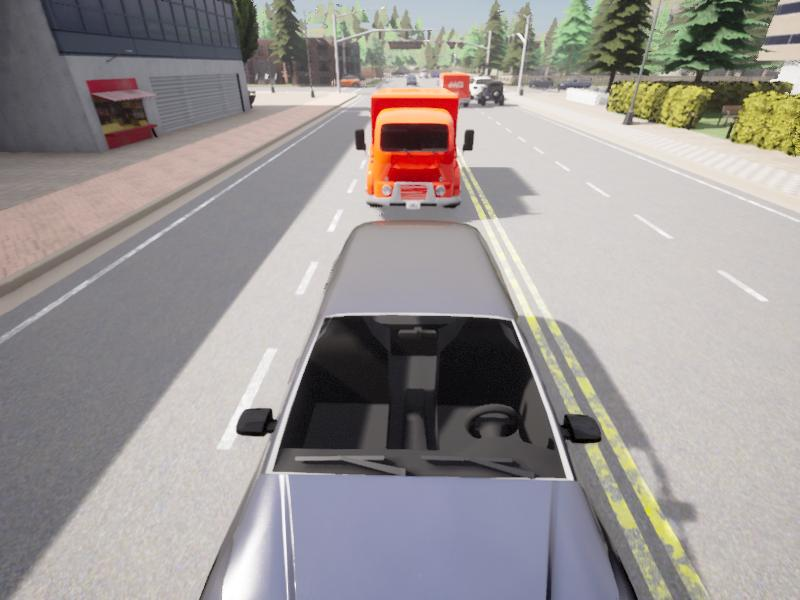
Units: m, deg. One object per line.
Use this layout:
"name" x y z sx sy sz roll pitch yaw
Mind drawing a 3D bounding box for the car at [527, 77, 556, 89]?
"car" 21.574 -33.248 61.263 3.633 1.501 1.845 1 30 1

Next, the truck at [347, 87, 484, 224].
"truck" 0.354 -4.092 10.530 2.627 2.467 5.204 1 30 1

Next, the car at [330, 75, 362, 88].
"car" -8.365 -33.995 62.225 4.553 1.767 2.097 1 30 1

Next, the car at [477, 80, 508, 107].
"car" 8.059 -18.212 35.232 1.905 1.878 3.866 1 30 1

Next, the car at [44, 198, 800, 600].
"car" 0.122 0.685 3.167 2.242 1.667 4.611 1 30 1

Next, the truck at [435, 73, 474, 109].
"truck" 4.541 -18.043 34.359 2.627 2.467 5.204 1 30 1

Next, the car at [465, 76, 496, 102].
"car" 8.232 -21.855 41.299 2.150 2.045 5.566 1 30 1

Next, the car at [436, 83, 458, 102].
"car" 4.699 -20.927 40.213 1.845 1.501 3.633 1 30 1

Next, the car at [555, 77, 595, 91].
"car" 25.353 -31.409 58.169 4.611 1.667 2.242 1 30 1
